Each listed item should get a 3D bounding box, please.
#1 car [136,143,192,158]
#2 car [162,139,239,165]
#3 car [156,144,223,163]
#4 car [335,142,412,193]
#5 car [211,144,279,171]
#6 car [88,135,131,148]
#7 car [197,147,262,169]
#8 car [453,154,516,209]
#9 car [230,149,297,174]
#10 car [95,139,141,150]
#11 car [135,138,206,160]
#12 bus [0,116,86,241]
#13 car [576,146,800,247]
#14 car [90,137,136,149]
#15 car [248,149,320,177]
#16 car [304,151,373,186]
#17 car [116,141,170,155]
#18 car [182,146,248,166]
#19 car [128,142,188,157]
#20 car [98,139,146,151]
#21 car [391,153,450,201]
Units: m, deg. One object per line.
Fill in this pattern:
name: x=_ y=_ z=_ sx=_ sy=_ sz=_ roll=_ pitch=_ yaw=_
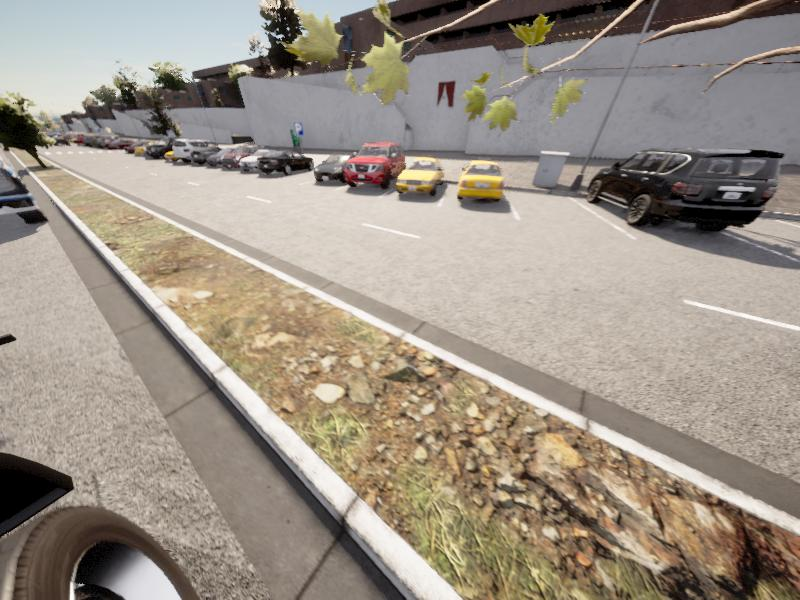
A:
car: x=-30.668 y=-19.654 z=30.310 sx=2.002 sy=1.452 sz=4.674 roll=10 pitch=36 yaw=11
car: x=-20.824 y=-15.838 z=24.596 sx=2.435 sy=2.045 sz=5.566 roll=9 pitch=35 yaw=12
car: x=-23.338 y=-16.528 z=25.965 sx=1.946 sy=1.575 sz=5.366 roll=10 pitch=36 yaw=12
car: x=-1.163 y=-7.835 z=13.307 sx=2.435 sy=2.045 sz=5.566 roll=9 pitch=35 yaw=12
car: x=-13.443 y=-12.727 z=20.464 sx=2.185 sy=1.767 sz=4.553 roll=9 pitch=35 yaw=12
car: x=-55.191 y=-30.218 z=44.051 sx=1.878 sy=1.987 sz=4.442 roll=10 pitch=36 yaw=12
car: x=-15.908 y=-13.570 z=21.940 sx=2.002 sy=1.452 sz=4.674 roll=10 pitch=35 yaw=12
car: x=3.794 y=-5.759 z=10.808 sx=1.946 sy=1.575 sz=5.366 roll=9 pitch=35 yaw=12
car: x=-10.995 y=-11.580 z=19.130 sx=2.002 sy=1.452 sz=4.674 roll=9 pitch=35 yaw=12
car: x=-50.342 y=-27.887 z=41.362 sx=2.002 sy=1.452 sz=4.674 roll=10 pitch=36 yaw=12
car: x=-28.208 y=-18.847 z=28.729 sx=2.435 sy=2.045 sz=5.566 roll=10 pitch=36 yaw=11
bus: x=-15.033 y=-4.770 z=6.962 sx=10.273 sy=4.253 sz=3.944 roll=22 pitch=40 yaw=28
car: x=8.667 y=-3.882 z=7.736 sx=2.435 sy=2.045 sz=5.566 roll=9 pitch=35 yaw=12
car: x=-52.787 y=-29.031 z=42.618 sx=2.185 sy=1.767 sz=4.553 roll=9 pitch=36 yaw=12
car: x=-8.543 y=-10.616 z=17.693 sx=2.097 sy=1.535 sz=5.008 roll=9 pitch=35 yaw=12
car: x=-3.626 y=-8.596 z=14.873 sx=2.163 sy=1.488 sz=4.792 roll=9 pitch=35 yaw=12
car: x=-38.052 y=-22.729 z=34.428 sx=2.163 sy=1.488 sz=4.792 roll=10 pitch=36 yaw=11
car: x=-18.372 y=-14.602 z=23.359 sx=2.163 sy=1.488 sz=4.792 roll=9 pitch=35 yaw=12
car: x=-33.088 y=-20.815 z=31.816 sx=1.946 sy=1.575 sz=5.366 roll=9 pitch=36 yaw=12
car: x=-47.883 y=-26.849 z=39.953 sx=2.163 sy=1.488 sz=4.792 roll=10 pitch=36 yaw=11
car: x=1.248 y=-6.552 z=11.914 sx=1.946 sy=1.575 sz=5.366 roll=9 pitch=35 yaw=12
